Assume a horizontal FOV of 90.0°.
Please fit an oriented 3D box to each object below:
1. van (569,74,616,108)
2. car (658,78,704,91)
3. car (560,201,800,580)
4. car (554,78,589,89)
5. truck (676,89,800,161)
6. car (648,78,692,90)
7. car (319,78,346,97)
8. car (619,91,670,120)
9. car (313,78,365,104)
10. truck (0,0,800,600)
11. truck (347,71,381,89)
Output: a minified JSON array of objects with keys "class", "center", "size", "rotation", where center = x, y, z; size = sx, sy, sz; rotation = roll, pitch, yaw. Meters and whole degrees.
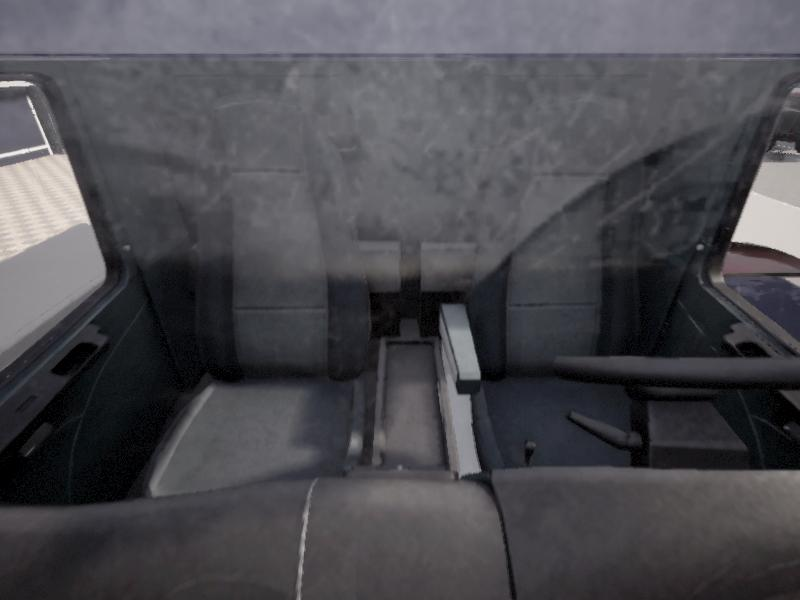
[{"class":"van","center":[17.562,-19.093,36.340],"size":[2.351,2.431,6.366],"rotation":[17,35,28]},{"class":"car","center":[41.106,-31.567,58.601],"size":[4.974,1.542,2.038],"rotation":[1,30,2]},{"class":"car","center":[3.552,0.265,4.210],"size":[1.994,1.385,4.181],"rotation":[0,31,0]},{"class":"car","center":[27.056,-34.244,63.281],"size":[1.812,1.442,4.674],"rotation":[-21,36,-32]},{"class":"truck","center":[15.136,-7.636,17.024],"size":[2.390,2.098,6.274],"rotation":[0,30,1]},{"class":"car","center":[41.467,-33.300,61.573],"size":[4.974,1.542,2.038],"rotation":[1,30,2]},{"class":"car","center":[-7.963,-25.044,47.083],"size":[1.905,1.878,3.866],"rotation":[-14,33,-21]},{"class":"car","center":[16.992,-13.669,27.989],"size":[1.816,1.474,4.193],"rotation":[7,31,12]},{"class":"car","center":[-6.145,-20.938,39.891],"size":[2.150,2.045,5.566],"rotation":[-25,39,-36]},{"class":"truck","center":[0.051,-1.213,4.310],"size":[2.891,3.827,8.468],"rotation":[0,30,0]},{"class":"truck","center":[-5.672,-35.618,64.631],"size":[2.627,2.467,5.204],"rotation":[20,36,30]}]
